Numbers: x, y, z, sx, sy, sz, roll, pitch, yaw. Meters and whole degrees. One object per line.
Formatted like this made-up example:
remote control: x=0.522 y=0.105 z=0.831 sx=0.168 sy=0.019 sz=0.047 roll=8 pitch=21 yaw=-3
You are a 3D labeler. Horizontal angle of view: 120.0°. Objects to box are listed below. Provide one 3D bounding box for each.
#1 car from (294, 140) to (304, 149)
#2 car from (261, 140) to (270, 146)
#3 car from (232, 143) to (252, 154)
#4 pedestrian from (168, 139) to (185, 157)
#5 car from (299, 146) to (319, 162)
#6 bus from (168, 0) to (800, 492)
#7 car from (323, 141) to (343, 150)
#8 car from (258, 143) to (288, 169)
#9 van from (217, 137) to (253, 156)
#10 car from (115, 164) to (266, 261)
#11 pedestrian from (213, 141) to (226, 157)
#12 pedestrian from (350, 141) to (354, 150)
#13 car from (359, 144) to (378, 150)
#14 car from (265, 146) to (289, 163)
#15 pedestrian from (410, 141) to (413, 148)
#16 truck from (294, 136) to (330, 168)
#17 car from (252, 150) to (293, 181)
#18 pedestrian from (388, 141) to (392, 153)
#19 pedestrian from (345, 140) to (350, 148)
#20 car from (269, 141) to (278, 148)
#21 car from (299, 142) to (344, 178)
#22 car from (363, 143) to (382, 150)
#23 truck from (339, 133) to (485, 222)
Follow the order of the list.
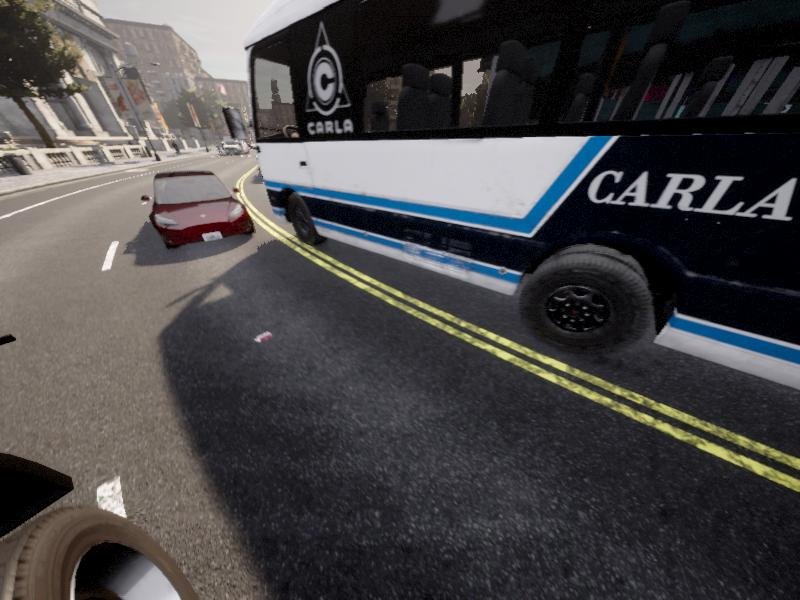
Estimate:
car: x=-28.952 y=-44.756 z=66.422 sx=1.932 sy=1.855 sz=4.605 roll=-14 pitch=38 yaw=-19
car: x=-46.372 y=-54.197 z=79.742 sx=1.932 sy=1.855 sz=4.605 roll=-12 pitch=37 yaw=-17
car: x=-29.244 y=-28.279 z=42.970 sx=2.128 sy=1.511 sz=4.902 roll=-12 pitch=37 yaw=-17
pedestrian: x=-29.224 y=-19.838 z=30.180 sx=0.751 sy=1.860 sz=0.751 roll=-12 pitch=37 yaw=-18
car: x=-11.382 y=-18.279 z=28.809 sx=1.789 sy=1.549 sz=3.705 roll=-12 pitch=37 yaw=-18
bus: x=1.210 y=-2.494 z=3.871 sx=10.273 sy=4.253 sz=3.944 roll=23 pitch=41 yaw=31
car: x=-17.521 y=-40.574 z=60.651 sx=4.553 sy=1.767 sz=2.097 roll=-7 pitch=35 yaw=-10
car: x=-12.091 y=-13.938 z=22.251 sx=1.932 sy=1.855 sz=4.605 roll=-12 pitch=37 yaw=-18
van: x=-26.364 y=-24.845 z=37.261 sx=2.351 sy=2.431 sz=6.366 roll=-7 pitch=35 yaw=-11
car: x=-5.981 y=-2.935 z=6.832 sx=2.163 sy=1.488 sz=4.792 roll=-24 pitch=42 yaw=-31
pedestrian: x=-25.955 y=-21.688 z=33.170 sx=0.751 sy=1.860 sz=0.751 roll=-13 pitch=37 yaw=-19
pedestrian: x=-12.394 y=-39.620 z=59.262 sx=0.751 sy=1.860 sz=0.751 roll=-11 pitch=37 yaw=-17
car: x=-8.624 y=-41.802 z=63.010 sx=4.718 sy=1.301 sz=1.895 roll=-12 pitch=37 yaw=-17
car: x=-14.721 y=-17.669 z=27.898 sx=2.007 sy=1.525 sz=4.514 roll=-12 pitch=37 yaw=-18
pedestrian: x=3.693 y=-50.423 z=74.846 sx=0.751 sy=1.860 sz=0.751 roll=-9 pitch=36 yaw=-13
truck: x=-8.944 y=-15.062 z=23.406 sx=2.627 sy=2.467 sz=5.204 roll=-12 pitch=37 yaw=-18
car: x=-9.181 y=-9.836 z=16.693 sx=2.007 sy=1.525 sz=4.514 roll=-15 pitch=38 yaw=-21
pedestrian: x=-1.956 y=-30.353 z=45.804 sx=0.751 sy=1.860 sz=0.751 roll=-5 pitch=35 yaw=-9
pedestrian: x=-14.923 y=-44.259 z=65.643 sx=0.751 sy=1.860 sz=0.751 roll=-26 pitch=43 yaw=-33
car: x=-36.816 y=-45.262 z=67.315 sx=1.882 sy=1.535 sz=5.008 roll=-12 pitch=37 yaw=-18
car: x=-6.222 y=-11.045 z=18.030 sx=2.150 sy=2.045 sz=5.566 roll=-14 pitch=37 yaw=-20
car: x=-7.144 y=-40.029 z=60.348 sx=4.674 sy=1.442 sz=1.812 roll=-12 pitch=37 yaw=-17
truck: x=0.187 y=-5.277 z=9.457 sx=2.627 sy=2.467 sz=5.204 roll=-28 pitch=44 yaw=-34
